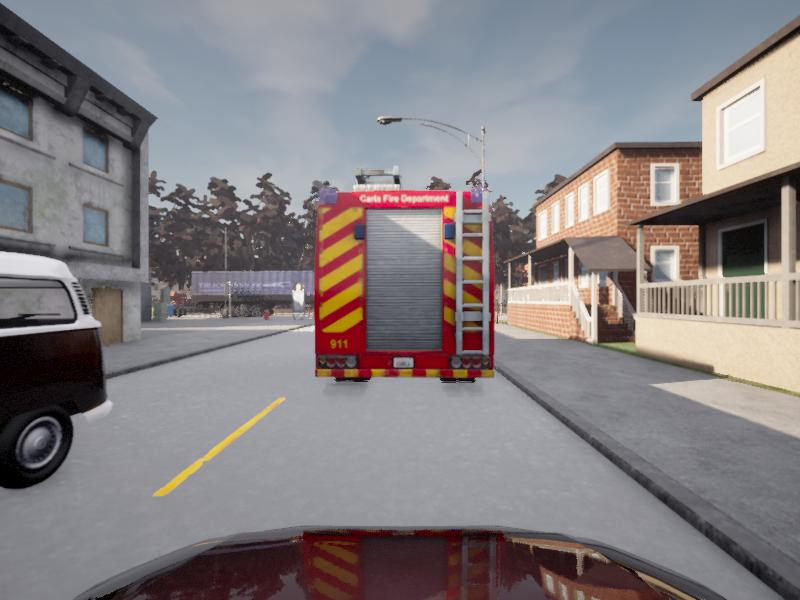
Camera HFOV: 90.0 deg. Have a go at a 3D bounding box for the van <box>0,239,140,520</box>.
[{"bbox_3d":[-3.949,0.573,2.194,2.069,2.038,4.480,0,0,1],"label":"van"}]

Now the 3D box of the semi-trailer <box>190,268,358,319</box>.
[{"bbox_3d":[-11.052,-0.599,35.964,14.254,4.402,2.717,0,0,1],"label":"semi-trailer"}]

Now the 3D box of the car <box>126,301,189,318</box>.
[{"bbox_3d":[-21.820,0.847,36.159,4.514,1.525,2.007,0,0,1],"label":"car"}]

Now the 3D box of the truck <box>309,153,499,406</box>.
[{"bbox_3d":[0.177,-0.314,10.338,2.891,3.827,8.468,0,0,2],"label":"truck"}]

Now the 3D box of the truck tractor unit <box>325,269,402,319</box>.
[{"bbox_3d":[-3.139,-0.504,35.820,6.516,4.208,3.053,0,0,1],"label":"truck tractor unit"}]

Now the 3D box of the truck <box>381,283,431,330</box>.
[{"bbox_3d":[0.389,0.362,23.749,2.627,2.467,5.204,0,-1,2],"label":"truck"}]
